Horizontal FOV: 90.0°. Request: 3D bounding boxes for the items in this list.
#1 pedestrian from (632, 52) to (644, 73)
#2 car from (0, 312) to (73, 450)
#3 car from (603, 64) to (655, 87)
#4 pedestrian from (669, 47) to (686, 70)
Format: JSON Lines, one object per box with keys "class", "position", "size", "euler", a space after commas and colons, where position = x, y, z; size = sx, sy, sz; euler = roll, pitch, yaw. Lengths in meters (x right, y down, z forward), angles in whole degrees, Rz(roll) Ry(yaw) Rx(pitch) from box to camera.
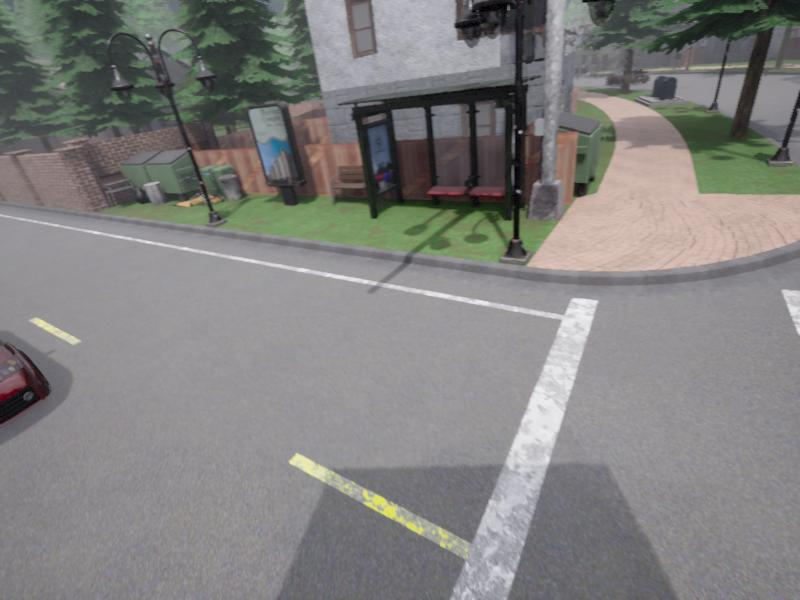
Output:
{"class": "pedestrian", "position": [25.690, -25.599, 43.172], "size": [0.751, 1.860, 0.751], "euler": [-1, 30, 14]}
{"class": "car", "position": [-6.679, 0.921, 5.331], "size": [4.181, 1.385, 1.994], "euler": [11, 35, 31]}
{"class": "car", "position": [19.527, -19.261, 34.367], "size": [1.994, 1.385, 4.181], "euler": [-7, 29, 2]}
{"class": "pedestrian", "position": [27.534, -23.902, 39.676], "size": [0.751, 1.860, 0.751], "euler": [-12, 29, -6]}
